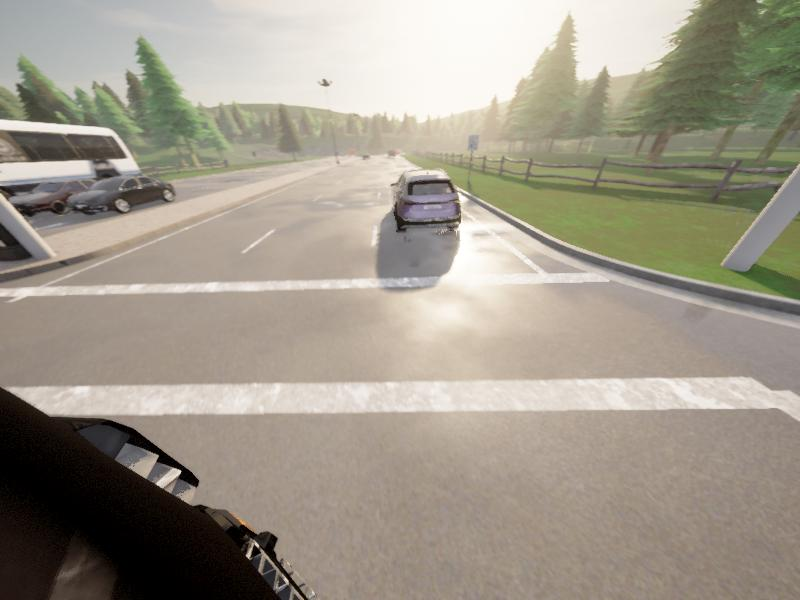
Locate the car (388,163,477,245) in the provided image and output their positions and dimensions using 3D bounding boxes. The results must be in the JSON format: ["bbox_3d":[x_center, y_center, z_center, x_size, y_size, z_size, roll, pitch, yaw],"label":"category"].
[{"bbox_3d":[0.717,-3.631,8.018,2.033,1.649,4.856,-4,34,-2],"label":"car"}]

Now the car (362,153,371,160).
[{"bbox_3d":[-9.276,-39.696,63.789,1.837,1.490,4.892,-3,33,0],"label":"car"}]

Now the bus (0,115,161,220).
[{"bbox_3d":[-21.519,-7.909,13.569,3.944,4.253,10.273,-3,33,-2],"label":"bus"}]

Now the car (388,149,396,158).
[{"bbox_3d":[-2.477,-43.490,68.653,2.150,2.045,5.566,-3,33,0],"label":"car"}]

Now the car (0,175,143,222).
[{"bbox_3d":[-17.980,-5.787,12.713,2.033,1.411,5.357,-3,33,-2],"label":"car"}]

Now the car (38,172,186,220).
[{"bbox_3d":[-14.449,-5.669,12.216,1.837,1.490,4.892,-3,33,-2],"label":"car"}]
